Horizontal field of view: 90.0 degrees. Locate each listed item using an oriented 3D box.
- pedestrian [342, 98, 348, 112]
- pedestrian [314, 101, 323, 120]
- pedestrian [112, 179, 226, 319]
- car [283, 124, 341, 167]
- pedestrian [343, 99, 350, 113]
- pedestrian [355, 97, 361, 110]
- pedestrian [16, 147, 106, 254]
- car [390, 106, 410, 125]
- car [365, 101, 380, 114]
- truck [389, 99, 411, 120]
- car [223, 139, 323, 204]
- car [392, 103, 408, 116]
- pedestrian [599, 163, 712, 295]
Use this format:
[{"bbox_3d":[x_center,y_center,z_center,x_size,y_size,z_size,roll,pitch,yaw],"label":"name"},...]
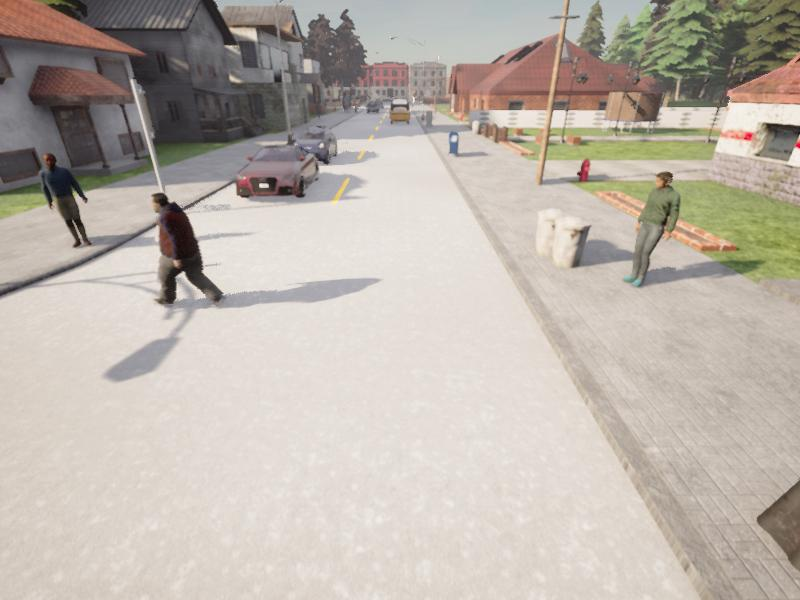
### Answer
[{"bbox_3d":[-8.261,-29.169,59.934,0.751,1.860,0.751,-2,28,-3],"label":"pedestrian"},{"bbox_3d":[-9.002,-21.059,44.425,0.751,1.860,0.751,-3,28,-5],"label":"pedestrian"},{"bbox_3d":[-3.216,-0.717,5.748,0.751,1.860,0.751,0,28,0],"label":"pedestrian"},{"bbox_3d":[-4.002,-7.360,18.856,1.845,1.501,3.633,0,28,0],"label":"car"},{"bbox_3d":[-7.700,-28.145,57.975,0.751,1.860,0.751,5,28,10],"label":"pedestrian"},{"bbox_3d":[-7.019,-33.064,67.364,0.751,1.860,0.751,6,28,12],"label":"pedestrian"},{"bbox_3d":[-6.624,-1.975,7.930,0.751,1.860,0.751,-15,31,-26],"label":"pedestrian"},{"bbox_3d":[-0.002,-19.076,41.259,1.882,1.535,5.008,0,28,0],"label":"car"},{"bbox_3d":[-4.004,-28.212,58.656,1.851,1.617,3.988,0,28,0],"label":"car"},{"bbox_3d":[-0.005,-22.784,47.745,2.390,2.098,6.274,0,28,0],"label":"truck"},{"bbox_3d":[-3.997,-4.437,13.445,1.994,1.385,4.181,0,28,0],"label":"car"},{"bbox_3d":[-0.014,-26.108,54.736,2.128,1.511,4.902,0,28,0],"label":"car"},{"bbox_3d":[3.917,-1.115,6.284,0.751,1.860,0.751,-7,28,-13],"label":"pedestrian"}]
